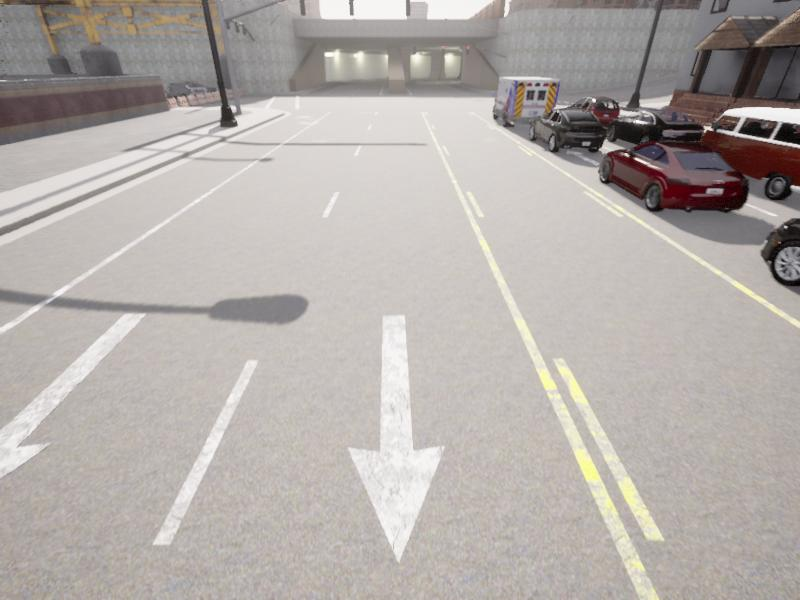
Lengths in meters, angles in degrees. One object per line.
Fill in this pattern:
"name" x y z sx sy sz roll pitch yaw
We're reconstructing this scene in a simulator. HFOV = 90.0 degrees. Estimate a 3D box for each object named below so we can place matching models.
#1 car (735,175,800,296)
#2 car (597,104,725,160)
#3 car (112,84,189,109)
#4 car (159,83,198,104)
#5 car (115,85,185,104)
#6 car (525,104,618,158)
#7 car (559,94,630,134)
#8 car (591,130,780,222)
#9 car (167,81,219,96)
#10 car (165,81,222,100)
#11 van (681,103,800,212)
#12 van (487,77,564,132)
"car" 7.012 -0.155 4.789 1.837 1.490 4.892 0 30 0
"car" 10.516 -7.161 16.740 2.128 1.511 4.902 0 30 0
"car" -21.135 -17.394 34.088 2.038 1.542 4.974 26 39 36
"car" -21.143 -19.723 38.065 2.038 1.542 4.974 -20 36 -31
"car" -21.170 -17.511 33.976 1.853 1.218 4.536 26 39 36
"car" 7.022 -7.323 17.028 1.837 1.490 4.892 0 30 0
"car" 10.531 -10.333 22.062 1.851 1.617 3.988 0 30 0
"car" 6.996 -3.440 10.522 1.994 1.385 4.181 1 30 2
"car" -21.954 -22.549 42.577 1.853 1.218 4.536 15 34 24
"car" -21.929 -22.436 42.696 2.038 1.542 4.974 15 34 24
"van" 10.516 -4.139 11.056 2.069 2.038 4.480 0 30 0
"van" 7.034 -11.618 23.439 2.351 2.431 6.366 0 30 0
